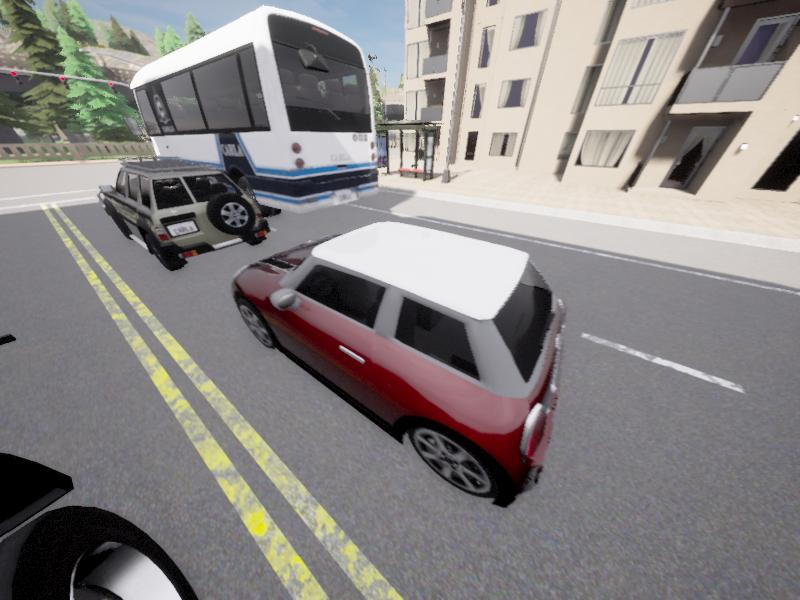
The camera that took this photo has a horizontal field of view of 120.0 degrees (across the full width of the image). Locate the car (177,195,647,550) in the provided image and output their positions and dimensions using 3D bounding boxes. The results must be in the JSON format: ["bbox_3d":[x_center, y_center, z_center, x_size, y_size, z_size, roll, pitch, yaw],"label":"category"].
[{"bbox_3d":[-0.256,-0.030,2.666,3.806,1.475,1.970,22,41,28],"label":"car"}]

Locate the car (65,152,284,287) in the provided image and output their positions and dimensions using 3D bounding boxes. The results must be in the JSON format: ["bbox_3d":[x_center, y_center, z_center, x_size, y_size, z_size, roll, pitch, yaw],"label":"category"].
[{"bbox_3d":[-5.182,-2.208,5.361,4.605,1.855,1.932,22,41,28],"label":"car"}]

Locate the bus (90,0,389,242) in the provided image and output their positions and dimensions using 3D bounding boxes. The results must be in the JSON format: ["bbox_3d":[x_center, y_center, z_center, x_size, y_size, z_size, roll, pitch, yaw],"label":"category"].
[{"bbox_3d":[-5.742,-5.791,8.368,10.273,4.253,3.944,22,40,28],"label":"bus"}]
